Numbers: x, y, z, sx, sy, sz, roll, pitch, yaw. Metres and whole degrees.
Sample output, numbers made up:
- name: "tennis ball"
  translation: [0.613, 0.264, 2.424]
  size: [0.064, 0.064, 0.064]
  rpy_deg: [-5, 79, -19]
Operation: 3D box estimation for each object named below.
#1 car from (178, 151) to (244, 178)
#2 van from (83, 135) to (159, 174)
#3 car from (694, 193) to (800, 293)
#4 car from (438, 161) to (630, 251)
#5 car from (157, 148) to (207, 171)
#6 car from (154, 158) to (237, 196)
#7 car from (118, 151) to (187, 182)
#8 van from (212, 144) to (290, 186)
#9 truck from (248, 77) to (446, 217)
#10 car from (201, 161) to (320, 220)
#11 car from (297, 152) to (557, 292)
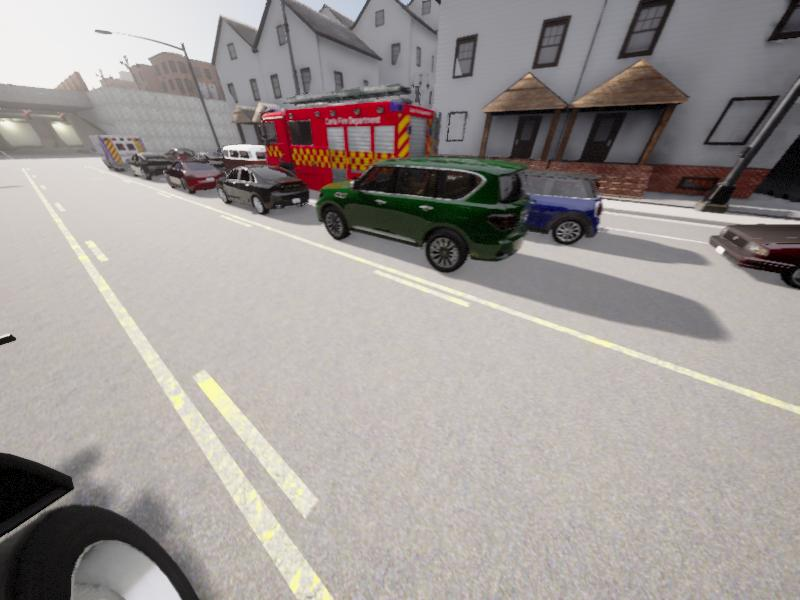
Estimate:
- name: "car"
  translation: [-15.025, -10.892, 18.355]
  size: [4.902, 1.511, 2.128]
  rpy_deg: [22, 40, 28]
- name: "van"
  translation: [-23.587, -12.381, 19.516]
  size: [6.366, 2.431, 2.351]
  rpy_deg: [22, 40, 28]
- name: "car"
  translation: [9.815, -0.661, 4.069]
  size: [5.357, 1.411, 2.033]
  rpy_deg: [21, 39, 26]
- name: "car"
  translation: [3.823, -3.272, 7.391]
  size: [4.553, 1.767, 2.097]
  rpy_deg: [22, 40, 28]
- name: "car"
  translation: [-20.072, -13.012, 21.256]
  size: [3.988, 1.617, 1.851]
  rpy_deg: [22, 40, 28]
- name: "car"
  translation: [-11.145, -6.812, 12.593]
  size: [4.181, 1.385, 1.994]
  rpy_deg: [24, 40, 29]
- name: "car"
  translation: [-17.312, -9.411, 16.143]
  size: [4.892, 1.490, 1.837]
  rpy_deg: [22, 40, 28]
- name: "van"
  translation: [-9.772, -8.957, 15.177]
  size: [4.480, 2.038, 2.069]
  rpy_deg: [22, 40, 28]
- name: "truck"
  translation: [-2.640, -6.773, 10.567]
  size: [8.468, 3.827, 2.891]
  rpy_deg: [22, 40, 28]
- name: "car"
  translation: [-5.742, -4.659, 9.457]
  size: [4.892, 1.490, 1.837]
  rpy_deg: [22, 40, 28]
- name: "car"
  translation: [0.271, -2.419, 5.830]
  size: [5.566, 2.045, 2.150]
  rpy_deg: [22, 40, 28]
